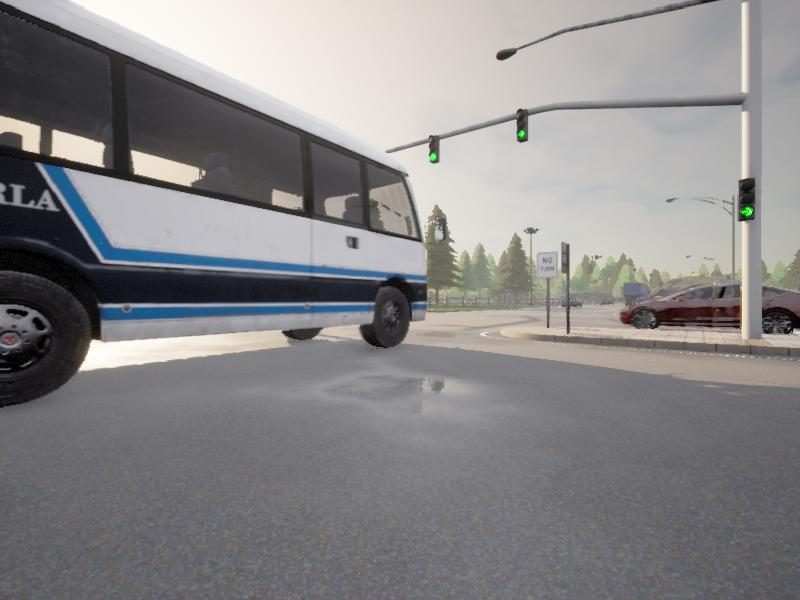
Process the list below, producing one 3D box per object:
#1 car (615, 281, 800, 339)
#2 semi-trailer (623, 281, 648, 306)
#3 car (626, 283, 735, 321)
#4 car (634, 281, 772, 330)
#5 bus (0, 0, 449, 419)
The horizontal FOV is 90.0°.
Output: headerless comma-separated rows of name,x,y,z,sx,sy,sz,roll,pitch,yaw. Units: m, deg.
car,9.463,0.251,12.245,4.792,1.488,2.163,0,0,38
semi-trailer,45.949,-1.221,77.789,2.717,4.402,14.254,0,0,37
car,14.671,0.094,21.332,2.097,1.767,4.553,0,0,-11
car,11.337,0.188,15.223,3.988,1.617,1.851,0,0,38
bus,-3.533,-1.134,6.346,3.944,4.253,10.273,0,0,37
